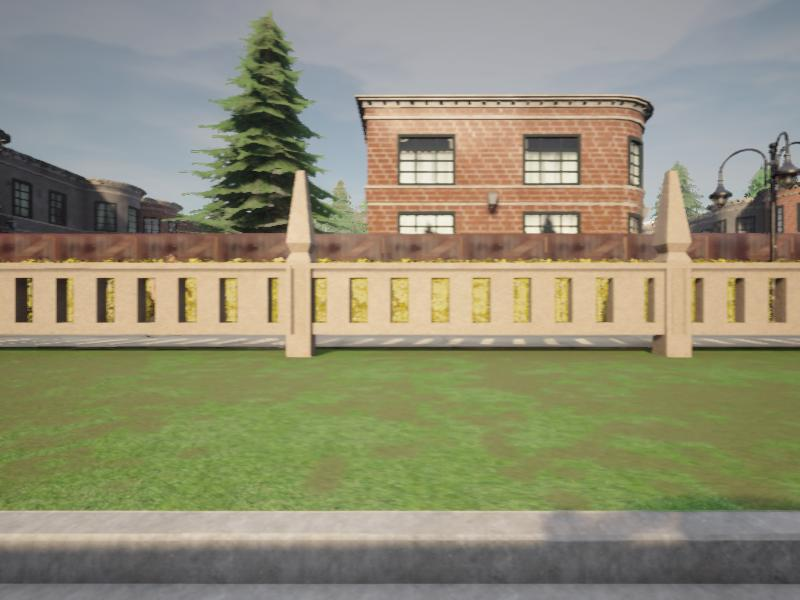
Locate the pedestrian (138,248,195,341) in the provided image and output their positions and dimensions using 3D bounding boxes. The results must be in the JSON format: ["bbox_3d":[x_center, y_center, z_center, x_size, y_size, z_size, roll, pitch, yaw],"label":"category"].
[{"bbox_3d":[-4.889,-0.115,8.419,0.751,1.860,0.751,0,0,0],"label":"pedestrian"}]
